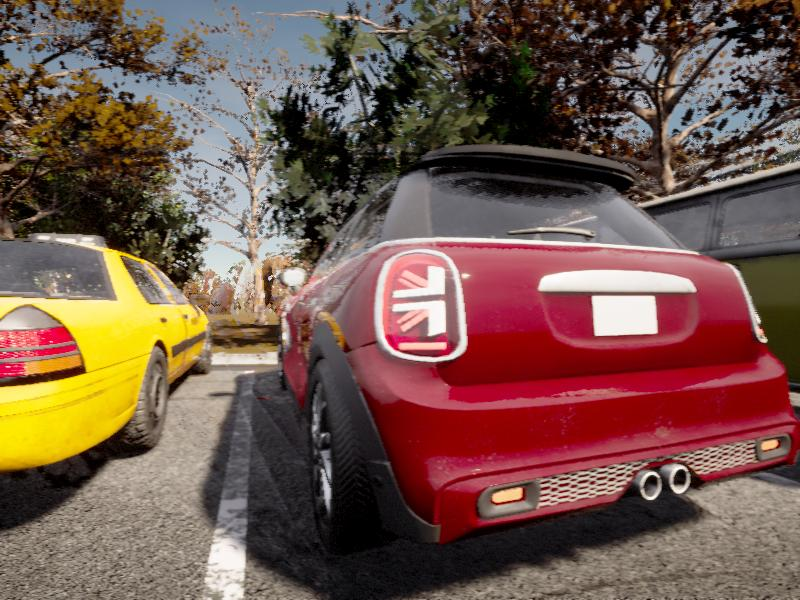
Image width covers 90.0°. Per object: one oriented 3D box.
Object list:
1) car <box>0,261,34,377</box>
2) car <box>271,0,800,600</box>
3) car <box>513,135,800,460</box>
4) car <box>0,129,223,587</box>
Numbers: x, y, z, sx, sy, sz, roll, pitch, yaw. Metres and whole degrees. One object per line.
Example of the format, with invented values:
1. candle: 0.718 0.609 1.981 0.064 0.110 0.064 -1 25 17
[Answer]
1. car: -5.759 0.228 3.365 1.946 1.575 5.366 1 -1 -19
2. car: 0.108 0.102 3.457 2.185 1.767 4.553 0 -1 -20
3. car: 3.101 -0.002 3.385 1.878 1.987 4.442 0 -1 -20
4. car: -2.925 0.230 3.679 1.946 1.575 5.366 0 -1 -19
